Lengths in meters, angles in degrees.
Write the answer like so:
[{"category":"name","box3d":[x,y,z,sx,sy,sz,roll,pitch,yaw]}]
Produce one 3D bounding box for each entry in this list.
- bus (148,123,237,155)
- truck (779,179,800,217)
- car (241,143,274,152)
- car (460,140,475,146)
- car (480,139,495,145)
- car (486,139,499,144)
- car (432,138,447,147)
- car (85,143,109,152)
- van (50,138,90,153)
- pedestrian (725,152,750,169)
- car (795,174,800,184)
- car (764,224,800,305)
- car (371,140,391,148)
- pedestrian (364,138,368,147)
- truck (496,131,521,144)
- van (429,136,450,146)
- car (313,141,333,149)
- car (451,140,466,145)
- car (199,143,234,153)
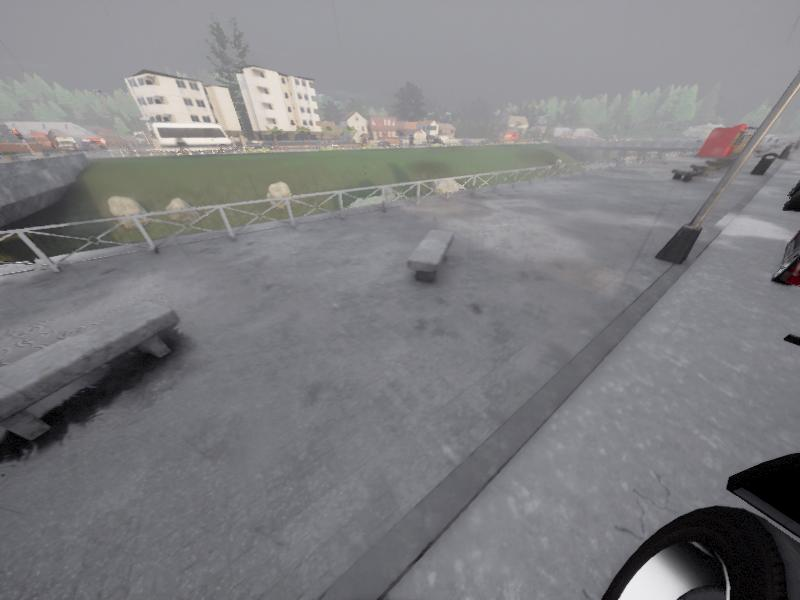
[{"category":"bus","box3d":[-35.258,-28.035,40.214,10.273,4.253,3.944,-19,39,-24]},{"category":"truck","box3d":[16.350,-4.288,8.033,6.274,2.098,2.390,-22,40,-28]},{"category":"car","box3d":[-29.464,-31.639,47.752,5.357,1.411,2.033,-22,41,-27]},{"category":"car","box3d":[21.062,-49.180,72.123,4.193,1.474,1.816,-22,41,-28]},{"category":"car","box3d":[29.035,-52.380,76.600,4.792,1.488,2.163,-22,41,-28]},{"category":"car","box3d":[33.220,-56.830,82.946,3.806,1.475,1.970,-22,41,-28]},{"category":"car","box3d":[11.246,-45.391,66.500,3.866,1.878,1.905,-22,41,-28]},{"category":"car","box3d":[-62.363,-31.488,47.646,1.789,1.549,3.705,-22,41,-28]},{"category":"van","box3d":[-66.857,-31.515,46.967,2.351,2.431,6.366,-22,41,-28]},{"category":"pedestrian","box3d":[25.608,-10.612,17.561,0.500,1.100,0.500,21,40,27]},{"category":"car","box3d":[24.749,-7.426,12.920,4.902,1.511,2.128,-22,41,-28]},{"category":"car","box3d":[8.593,-0.868,3.881,4.181,1.385,1.994,-22,40,-27]},{"category":"car","box3d":[-4.955,-41.534,61.482,4.892,1.490,1.837,-22,41,-28]},{"category":"pedestrian","box3d":[-9.246,-43.021,63.089,0.751,1.860,0.751,-12,37,-15]},{"category":"truck","box3d":[38.030,-56.955,80.969,8.468,3.827,2.891,-22,41,-28]},{"category":"van","box3d":[12.027,-48.742,70.749,6.366,2.431,2.351,-22,41,-28]},{"category":"car","box3d":[-17.953,-36.299,54.193,3.806,1.475,1.970,-22,41,-28]},{"category":"car","box3d":[19.149,-51.140,75.070,4.718,1.301,1.895,-22,41,-28]},{"category":"car","box3d":[-35.165,-29.306,44.405,4.892,1.490,1.837,-21,40,-27]}]
